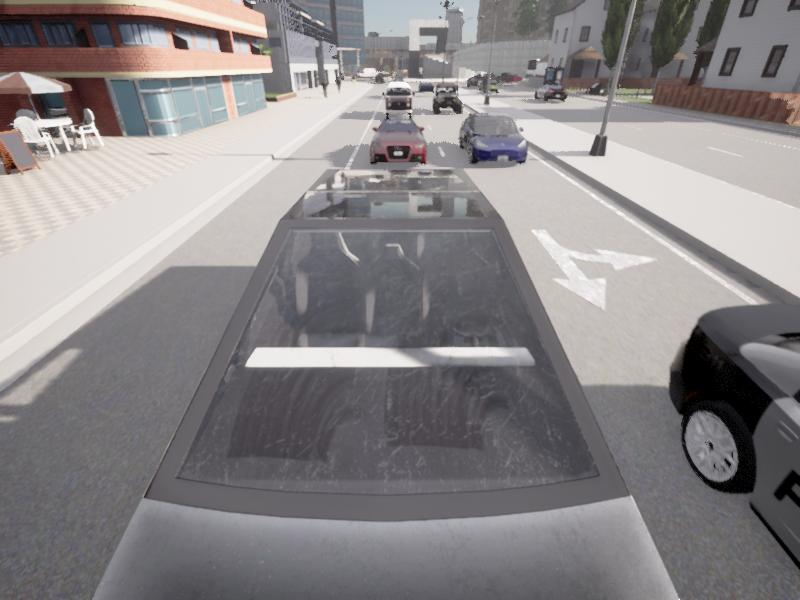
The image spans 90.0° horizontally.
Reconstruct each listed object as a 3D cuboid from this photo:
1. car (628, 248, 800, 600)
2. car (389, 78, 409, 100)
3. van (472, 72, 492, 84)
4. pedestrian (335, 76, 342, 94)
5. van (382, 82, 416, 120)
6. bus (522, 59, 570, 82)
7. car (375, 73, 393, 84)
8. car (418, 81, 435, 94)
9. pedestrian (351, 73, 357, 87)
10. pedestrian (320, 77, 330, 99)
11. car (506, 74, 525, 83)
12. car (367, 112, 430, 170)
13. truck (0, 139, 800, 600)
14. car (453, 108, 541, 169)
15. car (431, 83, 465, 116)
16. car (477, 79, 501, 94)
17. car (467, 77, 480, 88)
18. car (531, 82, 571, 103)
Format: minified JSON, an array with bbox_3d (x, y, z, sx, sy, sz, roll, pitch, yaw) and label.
[{"bbox_3d":[3.472,1.558,1.706,1.930,1.638,5.238,0,30,0],"label":"car"},{"bbox_3d":[-0.119,-22.230,42.097,1.932,1.855,4.605,0,30,0],"label":"car"},{"bbox_3d":[15.786,-42.624,76.770,2.069,2.038,4.480,17,34,26],"label":"van"},{"bbox_3d":[-7.230,-25.347,47.085,0.751,1.860,0.751,-3,31,-6],"label":"pedestrian"},{"bbox_3d":[-0.090,-13.499,27.036,2.069,2.038,4.480,0,30,0],"label":"van"},{"bbox_3d":[32.168,-50.416,87.878,10.273,4.253,3.944,-20,36,-31],"label":"bus"},{"bbox_3d":[-3.168,-42.970,77.522,1.932,1.855,4.605,-12,33,-20],"label":"car"},{"bbox_3d":[3.351,-27.150,51.078,1.895,1.301,4.718,0,30,0],"label":"car"},{"bbox_3d":[-7.077,-33.767,61.471,0.751,1.860,0.751,0,30,1],"label":"pedestrian"},{"bbox_3d":[-7.349,-20.709,39.159,0.751,1.860,0.751,-1,30,-2],"label":"pedestrian"},{"bbox_3d":[23.145,-44.237,79.990,3.633,1.501,1.845,-26,39,-37],"label":"car"},{"bbox_3d":[-0.059,-6.044,14.960,1.994,1.385,4.181,0,30,0],"label":"car"},{"bbox_3d":[-0.061,0.108,3.730,2.390,2.098,6.274,0,30,0],"label":"truck"},{"bbox_3d":[3.441,-6.285,15.260,2.163,1.488,4.792,0,30,0],"label":"car"},{"bbox_3d":[3.411,-14.679,29.193,1.905,1.878,3.866,0,30,0],"label":"car"},{"bbox_3d":[11.362,-27.386,51.252,2.007,1.525,4.514,0,30,0],"label":"car"},{"bbox_3d":[12.000,-35.640,65.481,2.033,1.411,5.357,4,31,7],"label":"car"},{"bbox_3d":[14.888,-20.641,39.727,2.038,1.542,4.974,0,30,0],"label":"car"}]
